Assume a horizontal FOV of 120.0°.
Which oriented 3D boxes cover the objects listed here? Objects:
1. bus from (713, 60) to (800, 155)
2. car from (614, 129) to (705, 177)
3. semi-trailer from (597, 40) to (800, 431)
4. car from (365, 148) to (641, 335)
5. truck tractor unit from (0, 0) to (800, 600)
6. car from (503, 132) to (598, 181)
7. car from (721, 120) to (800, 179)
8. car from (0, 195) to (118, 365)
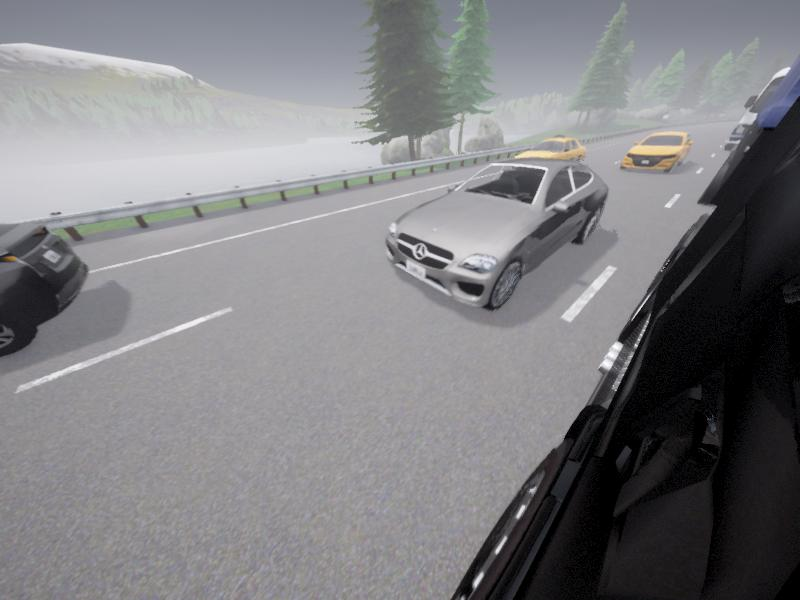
[{"bbox_3d":[26.204,-12.840,15.628,10.273,4.253,3.944,-28,44,-30],"label":"bus"},{"bbox_3d":[13.014,-7.492,11.557,5.008,1.535,1.882,-28,44,-30],"label":"car"},{"bbox_3d":[8.707,-3.595,4.224,14.254,4.402,2.717,-28,44,-30],"label":"semi-trailer"},{"bbox_3d":[2.133,-1.702,4.429,5.027,1.651,2.152,-28,44,-30],"label":"car"},{"bbox_3d":[2.645,-0.295,0.351,6.516,4.208,3.053,-28,44,-30],"label":"truck tractor unit"},{"bbox_3d":[7.699,-7.410,11.734,5.366,1.575,1.801,-28,44,-30],"label":"car"},{"bbox_3d":[16.585,-6.762,10.155,4.553,1.767,2.097,-28,44,-30],"label":"car"},{"bbox_3d":[-6.686,0.306,2.363,4.514,1.525,2.007,-28,44,-30],"label":"car"}]
